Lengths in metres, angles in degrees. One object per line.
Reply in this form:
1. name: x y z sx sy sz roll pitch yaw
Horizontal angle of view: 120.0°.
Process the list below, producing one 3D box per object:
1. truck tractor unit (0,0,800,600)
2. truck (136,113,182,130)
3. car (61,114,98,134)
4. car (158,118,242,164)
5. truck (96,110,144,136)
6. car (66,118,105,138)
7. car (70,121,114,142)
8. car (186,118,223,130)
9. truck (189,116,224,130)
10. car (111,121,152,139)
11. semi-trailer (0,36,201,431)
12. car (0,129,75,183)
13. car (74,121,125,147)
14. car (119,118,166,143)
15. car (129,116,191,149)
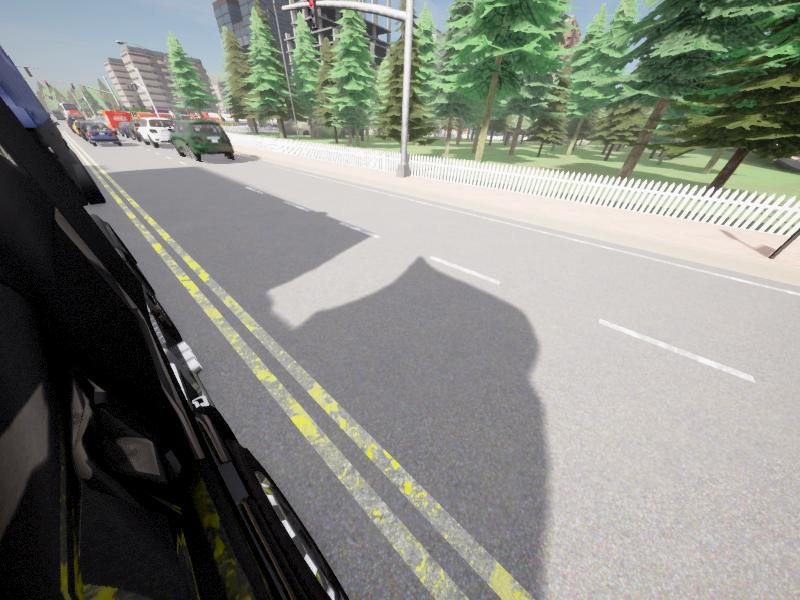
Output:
1. truck tractor unit: -2.645 -0.295 0.352 6.516 4.208 3.053 28 44 30
2. truck: -46.274 -34.297 44.476 2.627 2.467 5.204 27 43 29
3. car: -40.580 -22.243 29.230 4.605 1.855 1.932 28 44 30
4. car: -12.996 -10.383 14.985 5.566 2.045 2.150 28 43 29
5. truck: -36.382 -22.987 29.994 5.204 2.467 2.627 28 44 30
6. car: -35.186 -19.252 25.822 5.366 1.575 1.801 28 44 30
7. car: -29.836 -16.362 22.387 4.193 1.474 1.816 28 44 30
8. car: -43.668 -39.392 51.802 2.150 2.045 5.566 27 43 29
9. truck: -45.426 -41.651 54.366 2.627 2.467 5.204 27 43 29
10. car: -31.512 -19.991 27.125 4.792 1.488 2.163 28 44 30
11. semi-trailer: -8.660 -3.633 4.261 14.254 4.402 2.717 29 44 30
12. car: -15.557 -6.033 9.507 3.806 1.475 1.970 28 44 30
13. car: -24.990 -13.818 19.229 3.705 1.549 1.789 28 44 30
14. car: -26.499 -17.488 23.765 4.605 1.855 1.932 28 44 30
15. car: -20.939 -14.599 20.116 5.566 2.045 2.150 28 44 30
